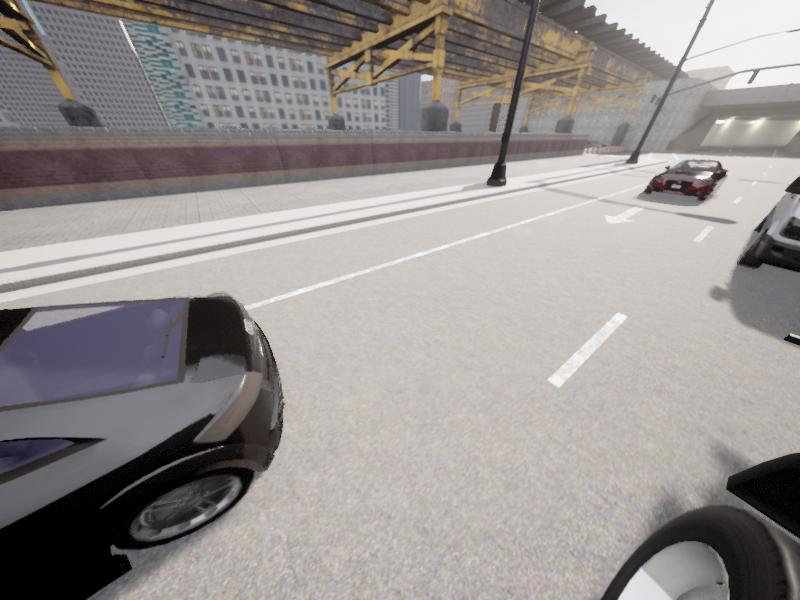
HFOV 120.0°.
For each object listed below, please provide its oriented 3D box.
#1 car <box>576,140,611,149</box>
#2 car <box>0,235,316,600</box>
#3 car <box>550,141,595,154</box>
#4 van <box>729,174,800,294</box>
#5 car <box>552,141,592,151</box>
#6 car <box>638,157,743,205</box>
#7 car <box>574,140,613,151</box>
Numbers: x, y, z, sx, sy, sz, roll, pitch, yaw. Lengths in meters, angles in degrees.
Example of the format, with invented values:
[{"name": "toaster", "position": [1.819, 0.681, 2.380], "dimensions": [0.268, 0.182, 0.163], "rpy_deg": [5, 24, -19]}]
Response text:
[{"name": "car", "position": [34.040, -27.412, 40.726], "dimensions": [4.536, 1.218, 1.853], "rpy_deg": [-4, 36, -5]}, {"name": "car", "position": [-2.986, 1.046, 1.221], "dimensions": [4.181, 1.385, 1.994], "rpy_deg": [-22, 41, -28]}, {"name": "car", "position": [26.396, -23.578, 35.610], "dimensions": [4.974, 1.542, 2.038], "rpy_deg": [5, 36, 7]}, {"name": "van", "position": [9.487, -2.033, 4.557], "dimensions": [5.915, 2.561, 1.988], "rpy_deg": [-22, 41, -28]}, {"name": "car", "position": [26.345, -23.711, 35.524], "dimensions": [4.536, 1.218, 1.853], "rpy_deg": [5, 36, 7]}, {"name": "car", "position": [13.205, -5.560, 10.512], "dimensions": [4.181, 1.385, 1.994], "rpy_deg": [-22, 41, -28]}, {"name": "car", "position": [34.091, -27.287, 40.823], "dimensions": [4.974, 1.542, 2.038], "rpy_deg": [-4, 36, -5]}]
